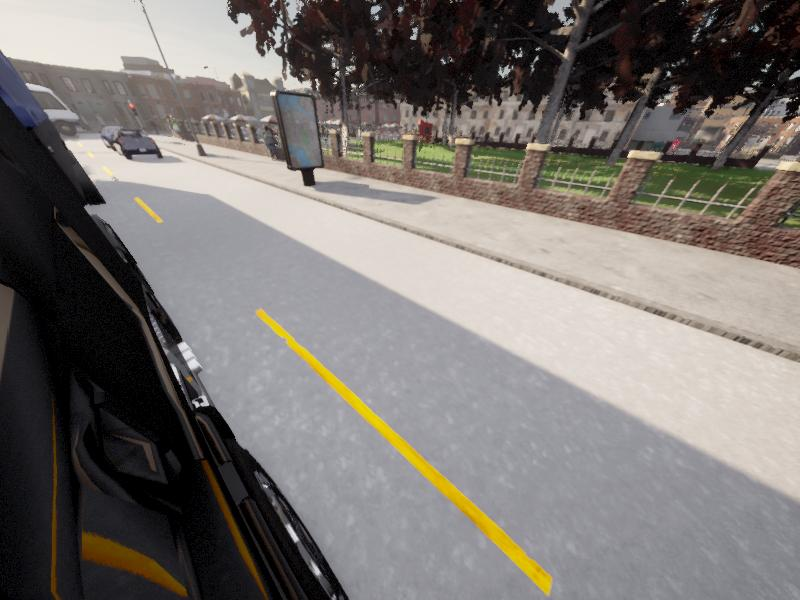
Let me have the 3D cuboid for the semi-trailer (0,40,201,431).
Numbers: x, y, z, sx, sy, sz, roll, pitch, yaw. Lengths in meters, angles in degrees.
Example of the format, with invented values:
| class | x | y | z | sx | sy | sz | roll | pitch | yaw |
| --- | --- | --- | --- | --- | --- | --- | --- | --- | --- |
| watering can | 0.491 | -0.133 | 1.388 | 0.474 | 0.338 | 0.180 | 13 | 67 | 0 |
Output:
| class | x | y | z | sx | sy | sz | roll | pitch | yaw |
| --- | --- | --- | --- | --- | --- | --- | --- | --- | --- |
| semi-trailer | -8.679 | -3.618 | 4.247 | 14.254 | 4.402 | 2.717 | 28 | 44 | 30 |

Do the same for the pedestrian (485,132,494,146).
| class | x | y | z | sx | sy | sz | roll | pitch | yaw |
| --- | --- | --- | --- | --- | --- | --- | --- | --- | --- |
| pedestrian | 14.480 | -26.130 | 37.449 | 0.751 | 1.860 | 0.751 | -26 | 45 | -32 |

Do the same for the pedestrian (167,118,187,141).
| class | x | y | z | sx | sy | sz | roll | pitch | yaw |
| --- | --- | --- | --- | --- | --- | --- | --- | --- | --- |
| pedestrian | -23.326 | -17.856 | 24.191 | 0.751 | 1.860 | 0.751 | 29 | 44 | 31 |

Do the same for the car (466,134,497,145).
| class | x | y | z | sx | sy | sz | roll | pitch | yaw |
| --- | --- | --- | --- | --- | --- | --- | --- | --- | --- |
| car | 15.712 | -31.194 | 44.754 | 4.902 | 1.511 | 2.128 | 28 | 44 | 30 |

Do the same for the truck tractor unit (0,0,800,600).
| class | x | y | z | sx | sy | sz | roll | pitch | yaw |
| --- | --- | --- | --- | --- | --- | --- | --- | --- | --- |
| truck tractor unit | -2.645 | -0.295 | 0.351 | 6.516 | 4.208 | 3.053 | 28 | 44 | 30 |

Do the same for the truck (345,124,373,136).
| class | x | y | z | sx | sy | sz | roll | pitch | yaw |
| --- | --- | --- | --- | --- | --- | --- | --- | --- | --- |
| truck | -9.874 | -40.520 | 55.135 | 6.274 | 2.098 | 2.390 | -6 | 37 | -12 |

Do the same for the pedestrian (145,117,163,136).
| class | x | y | z | sx | sy | sz | roll | pitch | yaw |
| --- | --- | --- | --- | --- | --- | --- | --- | --- | --- |
| pedestrian | -30.015 | -21.175 | 28.203 | 0.751 | 1.860 | 0.751 | 29 | 44 | 31 |

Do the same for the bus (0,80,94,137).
| class | x | y | z | sx | sy | sz | roll | pitch | yaw |
| --- | --- | --- | --- | --- | --- | --- | --- | --- | --- |
| bus | -39.360 | -18.730 | 22.636 | 3.944 | 4.253 | 10.273 | 28 | 44 | 30 |

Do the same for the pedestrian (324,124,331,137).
| class | x | y | z | sx | sy | sz | roll | pitch | yaw |
| --- | --- | --- | --- | --- | --- | --- | --- | --- | --- |
| pedestrian | -13.552 | -31.640 | 43.102 | 0.751 | 1.860 | 0.751 | 17 | 39 | 19 |

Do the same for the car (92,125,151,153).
| class | x | y | z | sx | sy | sz | roll | pitch | yaw |
| --- | --- | --- | --- | --- | --- | --- | --- | --- | --- |
| car | -20.777 | -12.075 | 17.237 | 4.674 | 1.442 | 1.812 | 27 | 43 | 29 |

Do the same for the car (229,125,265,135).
| class | x | y | z | sx | sy | sz | roll | pitch | yaw |
| --- | --- | --- | --- | --- | --- | --- | --- | --- | --- |
| car | -26.797 | -29.843 | 40.608 | 1.895 | 1.301 | 4.718 | 28 | 44 | 30 |

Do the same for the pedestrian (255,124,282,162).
| class | x | y | z | sx | sy | sz | roll | pitch | yaw |
| --- | --- | --- | --- | --- | --- | --- | --- | --- | --- |
| pedestrian | -8.058 | -9.669 | 14.238 | 0.751 | 1.860 | 0.751 | 28 | 44 | 30 |

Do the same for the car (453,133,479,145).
| class | x | y | z | sx | sy | sz | roll | pitch | yaw |
| --- | --- | --- | --- | --- | --- | --- | --- | --- | --- |
| car | 12.200 | -29.895 | 42.849 | 3.806 | 1.475 | 1.970 | 28 | 44 | 30 |

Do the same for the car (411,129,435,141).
| class | x | y | z | sx | sy | sz | roll | pitch | yaw |
| --- | --- | --- | --- | --- | --- | --- | --- | --- | --- |
| car | 4.652 | -34.150 | 47.718 | 4.605 | 1.855 | 1.932 | 29 | 44 | 30 |

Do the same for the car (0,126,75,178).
| class | x | y | z | sx | sy | sz | roll | pitch | yaw |
| --- | --- | --- | --- | --- | --- | --- | --- | --- | --- |
| car | -16.754 | -6.711 | 10.283 | 4.514 | 1.525 | 2.007 | 28 | 44 | 30 |

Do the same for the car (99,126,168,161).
| class | x | y | z | sx | sy | sz | roll | pitch | yaw |
| --- | --- | --- | --- | --- | --- | --- | --- | --- | --- |
| car | -16.482 | -9.727 | 14.302 | 3.633 | 1.501 | 1.845 | 28 | 44 | 30 |

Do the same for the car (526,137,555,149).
| class | x | y | z | sx | sy | sz | roll | pitch | yaw |
| --- | --- | --- | --- | --- | --- | --- | --- | --- | --- |
| car | 23.974 | -26.807 | 39.400 | 3.633 | 1.501 | 1.845 | 28 | 44 | 30 |
